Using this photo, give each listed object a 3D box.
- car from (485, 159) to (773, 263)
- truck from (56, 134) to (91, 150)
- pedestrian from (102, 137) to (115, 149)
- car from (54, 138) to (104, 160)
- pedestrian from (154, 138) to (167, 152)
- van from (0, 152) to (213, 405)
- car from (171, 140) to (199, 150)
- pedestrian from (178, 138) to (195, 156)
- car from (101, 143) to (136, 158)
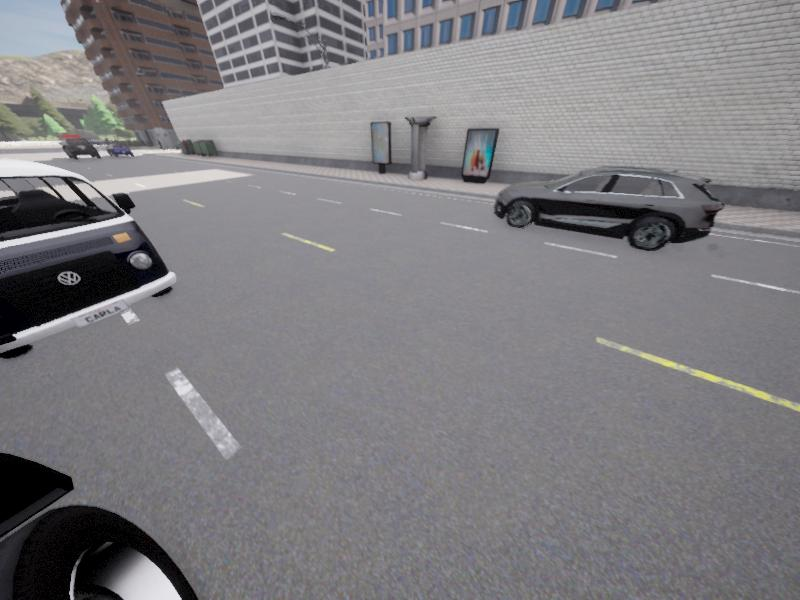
[{"bbox_3d":[5.294,-2.773,6.439,4.856,1.649,2.033,22,41,28],"label":"car"},{"bbox_3d":[-64.963,-31.456,45.945,5.204,2.467,2.627,22,41,28],"label":"truck"},{"bbox_3d":[-58.384,-31.480,46.284,0.751,1.860,0.751,19,39,25],"label":"pedestrian"},{"bbox_3d":[-37.825,-17.872,27.229,5.566,2.045,2.150,22,41,28],"label":"car"},{"bbox_3d":[-39.068,-25.290,37.669,0.751,1.860,0.751,-26,43,-32],"label":"pedestrian"},{"bbox_3d":[-5.540,-0.838,3.300,4.480,2.038,2.069,15,38,23],"label":"van"},{"bbox_3d":[-44.699,-32.281,48.091,1.789,1.549,3.705,22,41,28],"label":"car"},{"bbox_3d":[-26.456,-18.919,28.620,0.751,1.860,0.751,23,41,29],"label":"pedestrian"},{"bbox_3d":[-37.166,-19.830,30.498,4.193,1.474,1.816,22,41,28],"label":"car"}]
